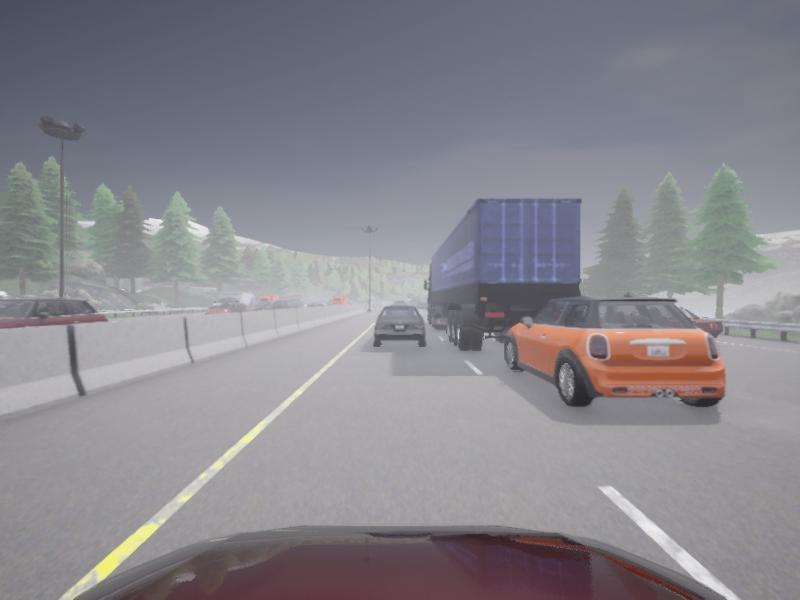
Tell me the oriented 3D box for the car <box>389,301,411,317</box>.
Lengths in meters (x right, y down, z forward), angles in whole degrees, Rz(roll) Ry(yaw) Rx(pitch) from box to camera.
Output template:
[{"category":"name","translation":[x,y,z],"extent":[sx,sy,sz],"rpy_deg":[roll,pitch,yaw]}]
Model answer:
[{"category":"car","translation":[-0.018,0.882,40.363],"extent":[2.038,1.542,4.974],"rpy_deg":[0,0,0]}]

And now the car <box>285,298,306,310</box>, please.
[{"category":"car","translation":[-17.492,0.669,67.453],"extent":[2.150,2.045,5.566],"rpy_deg":[0,0,0]}]

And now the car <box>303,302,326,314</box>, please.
[{"category":"car","translation":[-10.519,0.981,49.601],"extent":[1.994,1.385,4.181],"rpy_deg":[0,0,0]}]

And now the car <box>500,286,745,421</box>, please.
[{"category":"car","translation":[3.498,0.715,7.545],"extent":[2.097,1.767,4.553],"rpy_deg":[0,0,0]}]

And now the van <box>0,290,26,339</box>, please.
[{"category":"van","translation":[-17.511,0.596,15.376],"extent":[2.069,2.038,4.480],"rpy_deg":[0,0,0]}]

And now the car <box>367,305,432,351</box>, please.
[{"category":"car","translation":[-0.010,0.918,15.284],"extent":[2.033,1.411,5.357],"rpy_deg":[0,0,0]}]

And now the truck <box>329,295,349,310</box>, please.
[{"category":"truck","translation":[-10.497,0.458,69.164],"extent":[2.627,2.467,5.204],"rpy_deg":[0,0,0]}]

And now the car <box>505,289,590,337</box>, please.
[{"category":"car","translation":[6.987,0.592,19.744],"extent":[2.150,2.045,5.566],"rpy_deg":[0,-1,0]}]

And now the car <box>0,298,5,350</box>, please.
[{"category":"car","translation":[-14.007,0.773,10.744],"extent":[2.242,1.667,4.611],"rpy_deg":[0,0,0]}]

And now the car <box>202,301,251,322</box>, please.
[{"category":"car","translation":[-14.023,0.877,32.647],"extent":[2.007,1.525,4.514],"rpy_deg":[0,0,0]}]

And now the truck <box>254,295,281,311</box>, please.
[{"category":"truck","translation":[-21.004,0.451,63.772],"extent":[2.627,2.467,5.204],"rpy_deg":[0,0,0]}]

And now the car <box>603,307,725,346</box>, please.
[{"category":"car","translation":[10.488,0.968,16.416],"extent":[1.895,1.301,4.718],"rpy_deg":[0,0,0]}]

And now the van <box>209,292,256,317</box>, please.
[{"category":"van","translation":[-17.531,0.440,42.362],"extent":[2.351,2.431,6.366],"rpy_deg":[0,0,0]}]

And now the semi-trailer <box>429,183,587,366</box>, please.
[{"category":"semi-trailer","translation":[3.131,-0.593,16.755],"extent":[2.717,4.402,14.254],"rpy_deg":[0,0,0]}]

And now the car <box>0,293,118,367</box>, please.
[{"category":"car","translation":[-10.508,0.712,11.134],"extent":[2.097,1.767,4.553],"rpy_deg":[0,0,0]}]

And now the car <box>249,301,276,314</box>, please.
[{"category":"car","translation":[-17.520,0.920,51.201],"extent":[1.837,1.490,4.892],"rpy_deg":[0,0,0]}]

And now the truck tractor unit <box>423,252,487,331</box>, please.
[{"category":"truck tractor unit","translation":[3.129,-0.488,24.664],"extent":[3.053,4.208,6.516],"rpy_deg":[0,0,0]}]

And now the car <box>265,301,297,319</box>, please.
[{"category":"car","translation":[-10.526,0.866,35.679],"extent":[1.789,1.549,3.705],"rpy_deg":[0,0,0]}]

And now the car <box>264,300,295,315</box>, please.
[{"category":"car","translation":[-14.024,0.827,46.866],"extent":[2.242,1.667,4.611],"rpy_deg":[0,0,0]}]
